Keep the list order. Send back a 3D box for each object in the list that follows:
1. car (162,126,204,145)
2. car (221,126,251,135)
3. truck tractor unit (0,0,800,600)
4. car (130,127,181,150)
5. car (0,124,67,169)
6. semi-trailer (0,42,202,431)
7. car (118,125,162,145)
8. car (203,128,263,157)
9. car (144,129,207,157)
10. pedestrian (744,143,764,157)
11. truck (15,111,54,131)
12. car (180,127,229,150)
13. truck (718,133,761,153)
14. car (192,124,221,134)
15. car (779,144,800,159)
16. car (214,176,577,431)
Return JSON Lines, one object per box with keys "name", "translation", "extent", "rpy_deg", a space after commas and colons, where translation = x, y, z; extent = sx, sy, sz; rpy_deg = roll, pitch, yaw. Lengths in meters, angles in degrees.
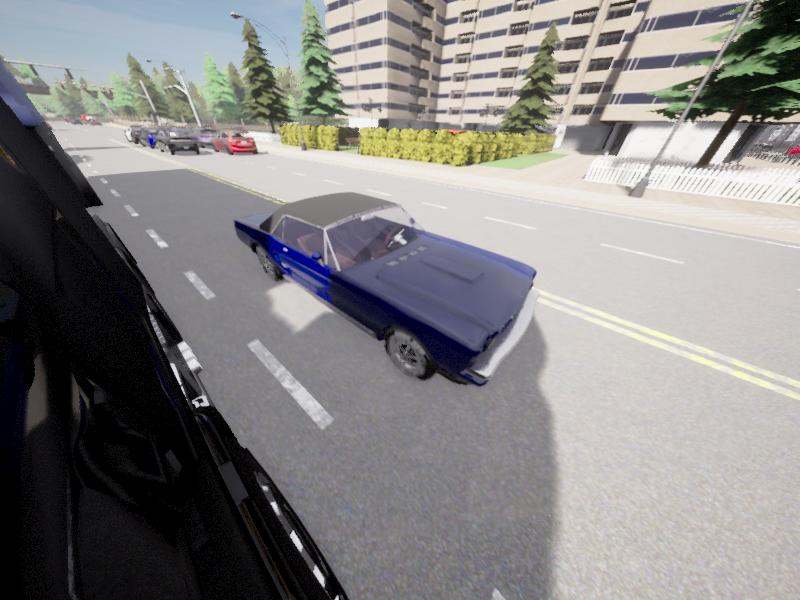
{"name": "car", "translation": [-24.759, -18.789, 26.354], "extent": [4.974, 1.542, 2.038], "rpy_deg": [27, 43, 30]}
{"name": "car", "translation": [-34.617, -35.860, 48.917], "extent": [1.812, 1.442, 4.674], "rpy_deg": [28, 43, 30]}
{"name": "truck tractor unit", "translation": [-2.645, -0.295, 0.351], "extent": [6.516, 4.208, 3.053], "rpy_deg": [28, 44, 30]}
{"name": "car", "translation": [-22.435, -14.873, 21.201], "extent": [4.514, 1.525, 2.007], "rpy_deg": [27, 43, 30]}
{"name": "car", "translation": [-20.563, -8.532, 12.659], "extent": [5.238, 1.638, 1.930], "rpy_deg": [28, 44, 29]}
{"name": "semi-trailer", "translation": [-8.723, -3.560, 4.244], "extent": [14.254, 4.402, 2.717], "rpy_deg": [28, 43, 30]}
{"name": "car", "translation": [-27.809, -17.663, 24.678], "extent": [4.974, 1.542, 2.038], "rpy_deg": [27, 43, 30]}
{"name": "car", "translation": [-13.985, -13.260, 19.344], "extent": [4.611, 1.667, 2.242], "rpy_deg": [27, 43, 30]}
{"name": "car", "translation": [-17.530, -12.323, 18.033], "extent": [4.902, 1.511, 2.128], "rpy_deg": [27, 43, 30]}
{"name": "pedestrian", "translation": [57.195, -24.232, 37.356], "extent": [0.751, 1.860, 0.751], "rpy_deg": [25, 42, 27]}
{"name": "truck", "translation": [-62.982, -30.875, 39.865], "extent": [5.204, 2.467, 2.627], "rpy_deg": [28, 43, 30]}
{"name": "car", "translation": [-19.403, -16.050, 22.859], "extent": [4.856, 1.649, 2.033], "rpy_deg": [27, 43, 30]}
{"name": "truck", "translation": [82.166, -38.259, 56.189], "extent": [2.891, 3.827, 8.468], "rpy_deg": [27, 43, 30]}
{"name": "car", "translation": [-40.116, -35.432, 47.919], "extent": [1.851, 1.617, 3.988], "rpy_deg": [29, 44, 31]}
{"name": "car", "translation": [70.663, -25.222, 39.441], "extent": [5.566, 2.045, 2.150], "rpy_deg": [27, 43, 29]}
{"name": "car", "translation": [-0.538, -0.713, 3.450], "extent": [4.718, 1.301, 1.895], "rpy_deg": [27, 43, 30]}
